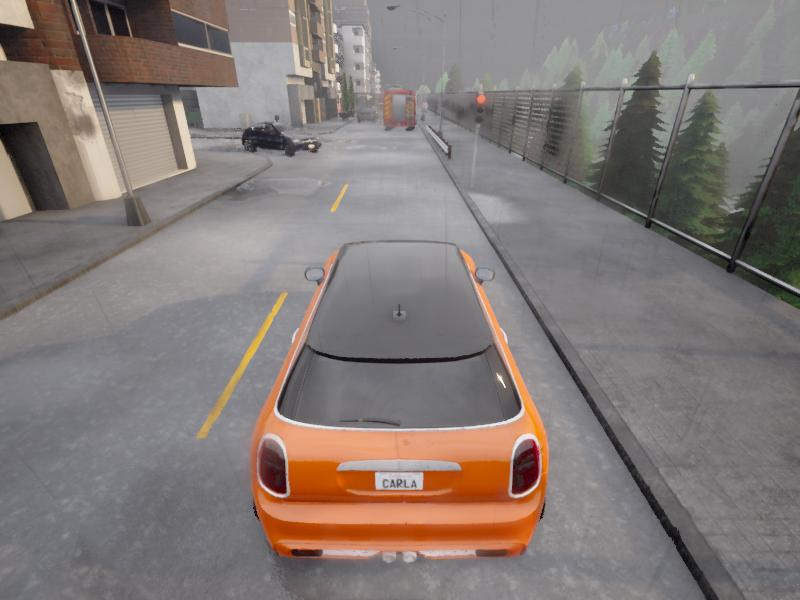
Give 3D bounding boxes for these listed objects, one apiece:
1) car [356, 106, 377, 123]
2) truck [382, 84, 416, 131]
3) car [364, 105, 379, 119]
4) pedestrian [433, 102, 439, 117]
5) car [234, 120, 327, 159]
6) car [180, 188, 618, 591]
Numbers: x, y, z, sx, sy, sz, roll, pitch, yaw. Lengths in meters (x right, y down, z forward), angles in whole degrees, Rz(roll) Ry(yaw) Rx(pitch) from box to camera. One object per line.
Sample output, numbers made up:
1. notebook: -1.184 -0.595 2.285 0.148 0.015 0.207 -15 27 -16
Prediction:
1. car: -3.998 -22.524 48.469 2.097 1.767 4.553 0 27 0
2. truck: 0.092 -19.150 39.684 2.891 3.827 8.468 1 27 2
3. car: -4.002 -26.730 56.885 1.801 1.575 5.366 0 27 0
4. pedestrian: 5.184 -27.625 58.042 0.751 1.860 0.751 0 27 1
5. car: -6.834 -9.244 22.819 5.027 1.651 2.152 18 32 30
6. car: -0.003 0.154 4.347 2.097 1.767 4.553 0 27 0
